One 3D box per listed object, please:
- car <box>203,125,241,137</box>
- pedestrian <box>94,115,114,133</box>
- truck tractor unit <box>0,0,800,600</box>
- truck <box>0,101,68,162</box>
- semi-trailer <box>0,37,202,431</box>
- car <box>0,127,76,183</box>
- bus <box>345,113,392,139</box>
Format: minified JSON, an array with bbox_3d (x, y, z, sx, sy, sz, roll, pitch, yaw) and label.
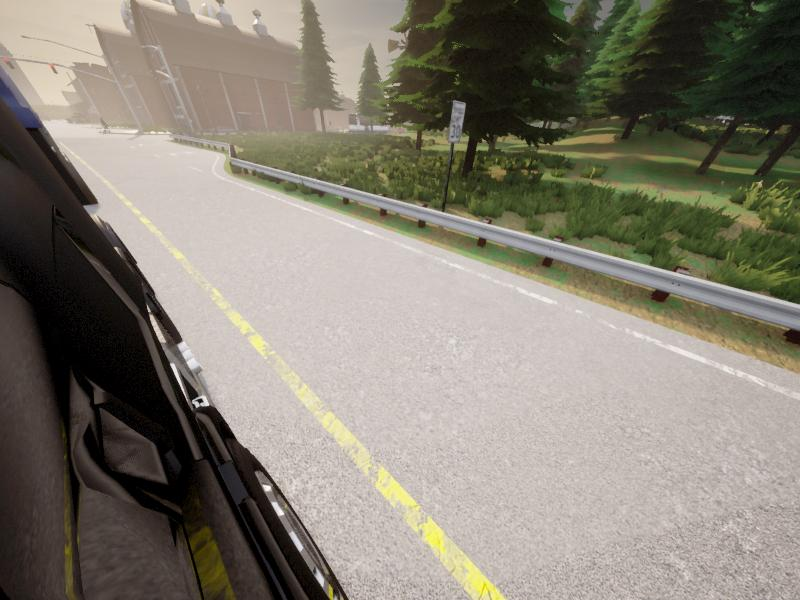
[{"bbox_3d":[-27.763,-26.432,36.143,1.994,1.385,4.181,27,43,29],"label":"car"},{"bbox_3d":[-38.960,-23.172,30.427,0.751,1.860,0.751,27,43,28],"label":"pedestrian"},{"bbox_3d":[-2.645,-0.295,0.351,6.516,4.208,3.053,28,44,30],"label":"truck tractor unit"},{"bbox_3d":[-21.926,-9.536,12.950,5.204,2.467,2.627,27,43,28],"label":"truck"},{"bbox_3d":[-8.746,-3.573,4.180,14.254,4.402,2.717,28,43,29],"label":"semi-trailer"},{"bbox_3d":[-16.061,-6.228,9.718,4.902,1.511,2.128,27,43,29],"label":"car"},{"bbox_3d":[-6.784,-39.068,51.951,3.944,4.253,10.273,27,44,29],"label":"bus"}]
